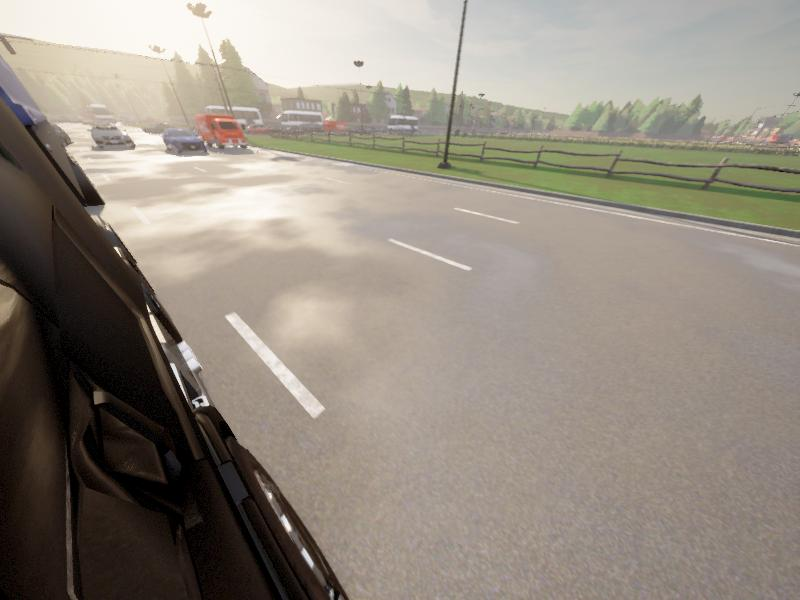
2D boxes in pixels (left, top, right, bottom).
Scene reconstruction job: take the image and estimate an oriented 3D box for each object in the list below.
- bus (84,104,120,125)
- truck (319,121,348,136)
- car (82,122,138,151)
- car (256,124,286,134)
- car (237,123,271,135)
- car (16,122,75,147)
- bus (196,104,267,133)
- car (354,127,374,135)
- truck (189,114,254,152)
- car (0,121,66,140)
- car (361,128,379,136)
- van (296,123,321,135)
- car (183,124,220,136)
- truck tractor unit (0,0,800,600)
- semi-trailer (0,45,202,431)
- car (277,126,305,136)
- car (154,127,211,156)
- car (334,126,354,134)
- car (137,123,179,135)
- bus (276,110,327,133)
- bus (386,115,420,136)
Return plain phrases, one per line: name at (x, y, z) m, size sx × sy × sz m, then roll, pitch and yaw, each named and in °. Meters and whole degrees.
bus at (-81.407, -50.610, 63.179) m, size 10.273 × 4.253 × 3.944 m, roll 29°, pitch 44°, yaw 31°
truck at (-14.379, -37.238, 50.174) m, size 2.627 × 2.467 × 5.204 m, roll 28°, pitch 44°, yaw 30°
car at (-23.869, -13.502, 18.987) m, size 5.027 × 1.651 × 2.152 m, roll 30°, pitch 45°, yaw 32°
car at (-26.346, -35.125, 47.463) m, size 2.242 × 1.667 × 4.611 m, roll 28°, pitch 44°, yaw 30°
car at (-26.792, -31.440, 42.563) m, size 2.242 × 1.667 × 4.611 m, roll 26°, pitch 43°, yaw 29°
car at (-28.922, -13.654, 19.003) m, size 1.789 × 1.549 × 3.705 m, roll -30°, pitch 48°, yaw -35°
bus at (-34.114, -37.126, 47.598) m, size 3.944 × 4.253 × 10.273 m, roll 27°, pitch 44°, yaw 30°
car at (-9.165, -43.823, 59.941) m, size 2.128 × 1.511 × 4.902 m, roll 28°, pitch 44°, yaw 30°
truck at (-16.000, -15.089, 20.763) m, size 5.204 × 2.467 × 2.627 m, roll 29°, pitch 45°, yaw 31°
car at (-37.864, -17.627, 23.925) m, size 1.812 × 1.442 × 4.674 m, roll -15°, pitch 40°, yaw -22°
car at (-7.451, -41.672, 57.293) m, size 1.994 × 1.385 × 4.181 m, roll 28°, pitch 44°, yaw 30°
van at (-19.571, -36.707, 49.618) m, size 1.775 × 1.987 × 4.442 m, roll 28°, pitch 44°, yaw 30°
car at (-31.020, -26.665, 36.197) m, size 1.970 × 1.475 × 3.806 m, roll 11°, pitch 38°, yaw 12°
truck tractor unit at (-2.645, -0.295, 0.351) m, size 6.516 × 4.208 × 3.053 m, roll 28°, pitch 44°, yaw 30°
semi-trailer at (-8.706, -3.580, 4.249) m, size 14.254 × 4.402 × 2.717 m, roll 28°, pitch 44°, yaw 30°
car at (-20.777, -32.311, 44.255) m, size 1.994 × 1.385 × 4.181 m, roll 28°, pitch 44°, yaw 31°
car at (-16.812, -12.317, 17.826) m, size 5.008 × 1.535 × 1.882 m, roll 29°, pitch 45°, yaw 31°
car at (-15.166, -46.475, 63.073) m, size 2.152 × 1.651 × 5.027 m, roll 27°, pitch 44°, yaw 29°
car at (-37.990, -27.004, 36.401) m, size 1.994 × 1.385 × 4.181 m, roll 7°, pitch 37°, yaw 7°
bus at (-24.223, -44.357, 57.649) m, size 3.944 × 4.253 × 10.273 m, roll 28°, pitch 44°, yaw 31°
bus at (0.906, -48.541, 64.406) m, size 3.944 × 4.253 × 10.273 m, roll 28°, pitch 43°, yaw 30°
